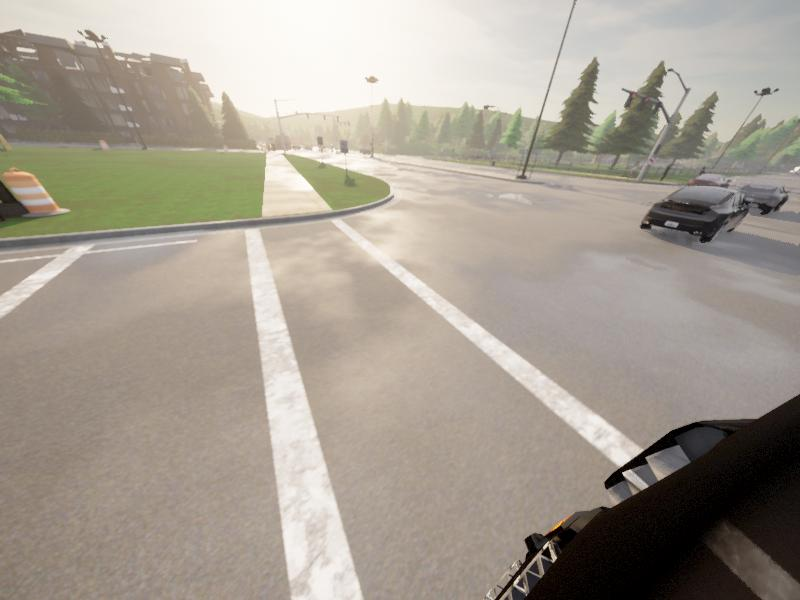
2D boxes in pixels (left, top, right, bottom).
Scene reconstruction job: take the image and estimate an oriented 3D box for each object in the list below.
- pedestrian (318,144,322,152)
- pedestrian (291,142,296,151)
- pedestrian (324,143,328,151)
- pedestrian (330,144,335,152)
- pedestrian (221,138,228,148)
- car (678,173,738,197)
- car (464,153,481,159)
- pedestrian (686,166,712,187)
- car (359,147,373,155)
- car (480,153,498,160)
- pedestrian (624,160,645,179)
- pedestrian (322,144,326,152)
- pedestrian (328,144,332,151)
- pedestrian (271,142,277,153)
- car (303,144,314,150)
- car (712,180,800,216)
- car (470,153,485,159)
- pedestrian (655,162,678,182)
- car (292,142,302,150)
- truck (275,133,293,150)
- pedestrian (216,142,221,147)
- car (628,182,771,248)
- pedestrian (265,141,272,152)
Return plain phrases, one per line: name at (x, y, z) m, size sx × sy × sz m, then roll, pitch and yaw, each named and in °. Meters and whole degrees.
pedestrian at (-22.615, -42.897, 65.059) m, size 0.751 × 1.860 × 0.751 m, roll -15°, pitch 38°, yaw -26°
pedestrian at (-28.741, -41.305, 62.179) m, size 0.751 × 1.860 × 0.751 m, roll -14°, pitch 37°, yaw -24°
pedestrian at (-21.048, -43.441, 65.734) m, size 0.751 × 1.860 × 0.751 m, roll -17°, pitch 39°, yaw -28°
pedestrian at (-19.501, -43.947, 66.609) m, size 0.751 × 1.860 × 0.751 m, roll -20°, pitch 40°, yaw -31°
pedestrian at (-41.494, -37.084, 54.542) m, size 0.751 × 1.860 × 0.751 m, roll -14°, pitch 37°, yaw -24°
car at (25.698, -9.690, 19.270) m, size 4.674 × 1.442 × 1.812 m, roll -16°, pitch 38°, yaw -26°
car at (24.433, -48.368, 77.516) m, size 5.027 × 1.651 × 2.152 m, roll -16°, pitch 38°, yaw -26°
pedestrian at (31.288, -12.944, 24.190) m, size 0.751 × 1.860 × 0.751 m, roll -16°, pitch 38°, yaw -26°
car at (-9.708, -42.090, 65.101) m, size 1.930 × 1.638 × 5.238 m, roll -15°, pitch 38°, yaw -26°
car at (27.914, -45.010, 72.455) m, size 4.856 × 1.649 × 2.033 m, roll -16°, pitch 38°, yaw -26°
pedestrian at (28.354, -15.781, 27.956) m, size 0.751 × 1.860 × 0.751 m, roll -10°, pitch 36°, yaw -19°
pedestrian at (-21.469, -43.019, 65.332) m, size 0.751 × 1.860 × 0.751 m, roll -22°, pitch 41°, yaw -32°
pedestrian at (-20.092, -43.700, 66.191) m, size 0.751 × 1.860 × 0.751 m, roll -20°, pitch 40°, yaw -31°
pedestrian at (-24.961, -30.216, 45.775) m, size 0.751 × 1.860 × 0.751 m, roll -12°, pitch 36°, yaw -21°
car at (-29.307, -48.833, 73.839) m, size 1.837 × 1.490 × 4.892 m, roll -16°, pitch 38°, yaw -26°
car at (20.605, -5.978, 13.346) m, size 4.181 × 1.385 × 1.994 m, roll -16°, pitch 38°, yaw -26°
car at (24.909, -46.350, 74.343) m, size 3.988 × 1.617 × 1.851 m, roll -16°, pitch 38°, yaw -26°
pedestrian at (29.697, -14.229, 25.723) m, size 0.751 × 1.860 × 0.751 m, roll -13°, pitch 37°, yaw -23°
car at (-32.104, -47.906, 71.892) m, size 1.905 × 1.878 × 3.866 m, roll -16°, pitch 38°, yaw -26°
truck at (-35.255, -48.020, 70.047) m, size 2.891 × 3.827 × 8.468 m, roll -16°, pitch 38°, yaw -26°
pedestrian at (-42.995, -36.818, 54.711) m, size 0.500 × 1.100 × 0.500 m, roll -16°, pitch 38°, yaw -26°
car at (10.930, -3.286, 8.419) m, size 4.892 × 1.490 × 1.837 m, roll -16°, pitch 38°, yaw -26°
pedestrian at (-27.795, -32.368, 48.794) m, size 0.751 × 1.860 × 0.751 m, roll -17°, pitch 39°, yaw -28°
